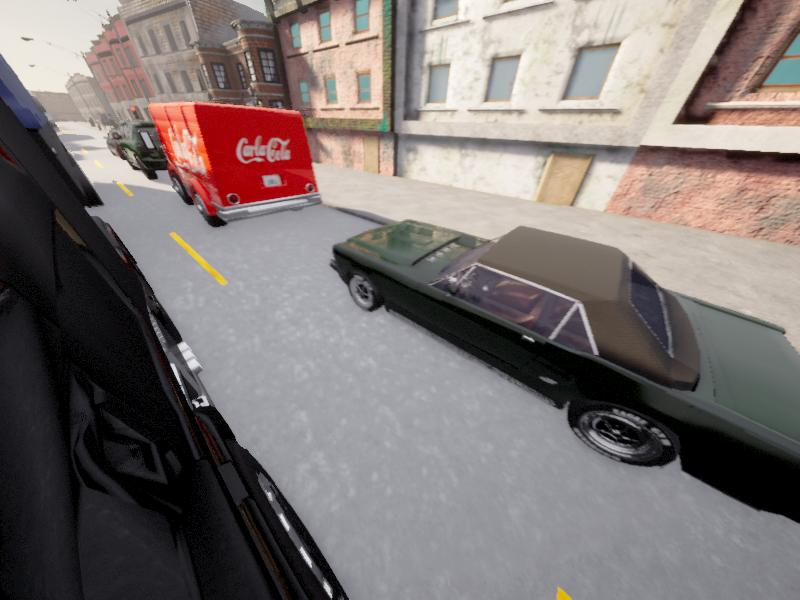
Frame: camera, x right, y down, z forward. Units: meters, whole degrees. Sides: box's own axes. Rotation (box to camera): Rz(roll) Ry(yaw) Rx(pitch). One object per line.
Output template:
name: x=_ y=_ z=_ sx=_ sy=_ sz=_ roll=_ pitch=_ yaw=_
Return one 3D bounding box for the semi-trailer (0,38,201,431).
semi-trailer: x=-8.700 y=-3.587 z=4.252 sx=14.254 sy=4.402 sz=2.717 roll=28 pitch=43 yaw=30

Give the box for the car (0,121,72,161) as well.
car: x=-22.100 y=-9.550 z=13.800 sx=4.611 sy=1.667 sz=2.242 roll=28 pitch=43 yaw=30

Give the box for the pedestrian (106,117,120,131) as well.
pedestrian: x=-50.956 y=-31.238 z=41.019 sx=0.751 sy=1.860 sz=0.751 roll=24 pitch=41 yaw=26

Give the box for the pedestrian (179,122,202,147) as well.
pedestrian: x=-19.856 y=-15.705 z=21.944 sx=0.751 sy=1.860 sz=0.751 roll=20 pitch=40 yaw=22

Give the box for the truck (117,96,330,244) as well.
truck: x=-4.847 y=-3.842 z=6.499 sx=5.204 sy=2.467 sz=2.627 roll=28 pitch=43 yaw=30

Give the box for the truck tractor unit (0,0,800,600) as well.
truck tractor unit: x=-2.645 y=-0.295 z=0.351 sx=6.516 sy=4.208 sz=3.053 roll=28 pitch=44 yaw=30

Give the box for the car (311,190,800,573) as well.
car: x=1.231 y=-0.138 z=2.856 sx=4.718 sy=1.301 sz=1.895 roll=27 pitch=43 yaw=30

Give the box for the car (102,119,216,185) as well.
car: x=-11.375 y=-7.120 z=10.886 sx=5.566 sy=2.045 sz=2.150 roll=28 pitch=43 yaw=30

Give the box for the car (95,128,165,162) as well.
car: x=-17.679 y=-10.217 z=15.121 sx=4.514 sy=1.525 sz=2.007 roll=28 pitch=43 yaw=30

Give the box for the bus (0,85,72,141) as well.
bus: x=-40.702 y=-19.213 z=23.552 sx=3.944 sy=4.253 sz=10.273 roll=-13 pitch=39 yaw=-25
